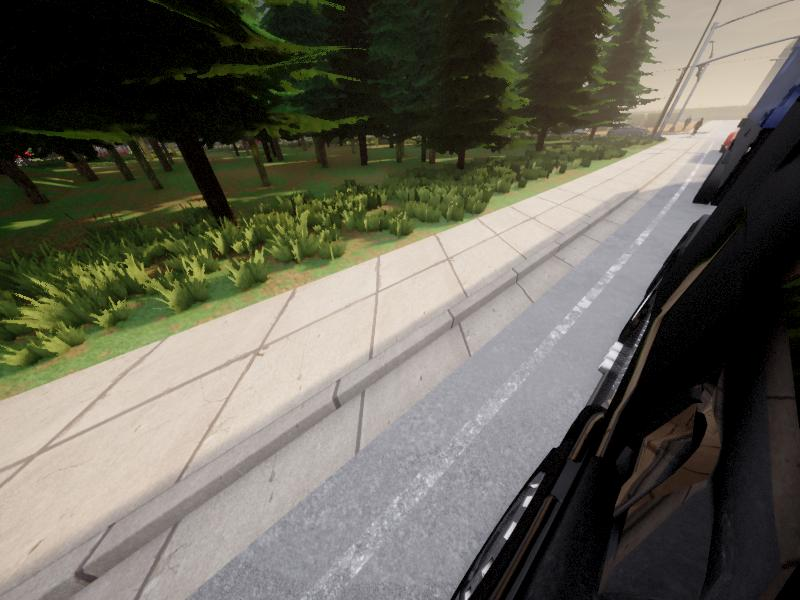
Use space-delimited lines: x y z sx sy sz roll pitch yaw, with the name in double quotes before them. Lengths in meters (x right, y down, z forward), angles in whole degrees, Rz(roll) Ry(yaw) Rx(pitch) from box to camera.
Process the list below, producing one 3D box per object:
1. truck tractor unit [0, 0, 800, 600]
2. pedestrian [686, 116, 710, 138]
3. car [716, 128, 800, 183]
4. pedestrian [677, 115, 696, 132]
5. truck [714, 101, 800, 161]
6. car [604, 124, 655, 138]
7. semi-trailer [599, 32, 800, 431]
"truck tractor unit" 2.645 -0.295 0.351 6.516 4.208 3.053 -28 44 -30
"pedestrian" 32.811 -19.023 25.456 0.751 1.860 0.751 -21 41 -23
"car" 15.882 -6.350 9.893 4.902 1.511 2.128 -29 44 -30
"pedestrian" 40.188 -24.764 32.393 0.751 1.860 0.751 17 41 24
"truck" 21.376 -9.911 13.487 5.204 2.467 2.627 -30 44 -31
"car" 29.388 -21.735 29.762 1.994 1.385 4.181 -29 44 -30
"semi-trailer" 8.644 -3.642 4.279 14.254 4.402 2.717 -29 44 -30
